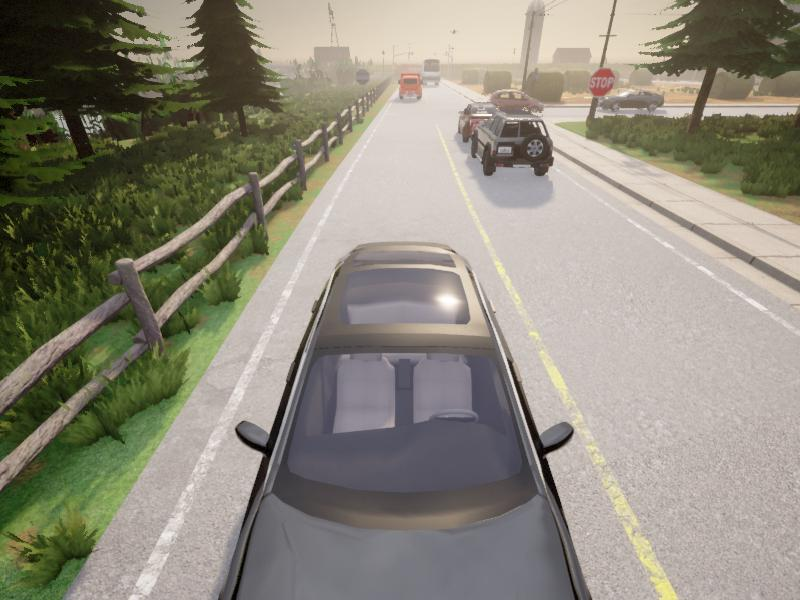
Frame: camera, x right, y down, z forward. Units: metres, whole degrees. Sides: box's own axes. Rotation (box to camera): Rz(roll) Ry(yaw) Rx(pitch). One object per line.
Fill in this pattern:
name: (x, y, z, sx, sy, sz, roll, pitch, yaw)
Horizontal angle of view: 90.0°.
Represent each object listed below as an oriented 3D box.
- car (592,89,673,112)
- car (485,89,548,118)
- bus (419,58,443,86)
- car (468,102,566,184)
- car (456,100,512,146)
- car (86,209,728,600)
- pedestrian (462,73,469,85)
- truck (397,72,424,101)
car: (18.224, -15.777, 31.611, 4.902, 1.511, 2.128, -1, 30, -1)
car: (8.176, -14.030, 28.507, 3.988, 1.617, 1.851, 5, 31, 8)
bus: (5.611, -42.931, 75.322, 3.944, 4.253, 10.273, 1, 30, 1)
car: (3.647, -5.438, 13.459, 1.932, 1.855, 4.605, 1, 30, 1)
car: (3.869, -8.580, 19.190, 2.007, 1.525, 4.514, 2, 30, 3)
car: (0.030, 0.758, 3.240, 2.128, 1.511, 4.902, 0, 30, 0)
pedestrian: (11.990, -40.320, 72.884, 0.751, 1.860, 0.751, -25, 39, -36)
truck: (1.099, -22.806, 42.628, 2.627, 2.467, 5.204, 1, 30, 1)
